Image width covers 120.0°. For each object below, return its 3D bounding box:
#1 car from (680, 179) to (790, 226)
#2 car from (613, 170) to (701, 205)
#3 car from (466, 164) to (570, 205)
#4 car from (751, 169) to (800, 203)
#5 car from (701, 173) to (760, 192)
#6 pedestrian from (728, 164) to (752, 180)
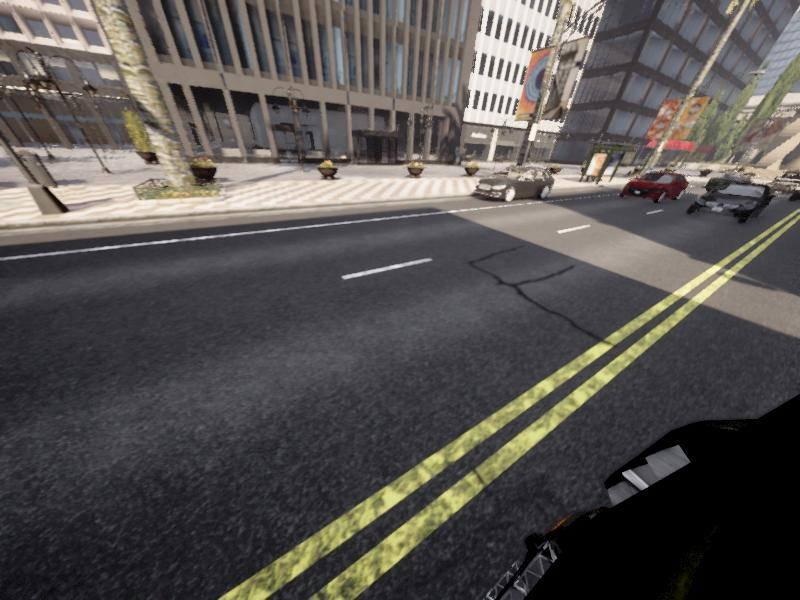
[{"bbox_3d":[15.576,-4.658,10.744,4.674,1.442,1.812,-16,38,-26],"label":"car"},{"bbox_3d":[15.750,-7.000,14.154,5.008,1.535,1.882,-16,38,-26],"label":"car"},{"bbox_3d":[6.263,-6.275,12.337,4.892,1.521,2.231,-16,38,-26],"label":"car"},{"bbox_3d":[28.908,-8.555,17.180,3.866,1.878,1.905,-15,38,-24],"label":"car"},{"bbox_3d":[30.684,-10.984,21.464,4.718,1.301,1.895,-14,37,-23],"label":"car"},{"bbox_3d":[46.561,-17.539,31.631,0.751,1.860,0.751,-1,34,-7],"label":"pedestrian"}]
